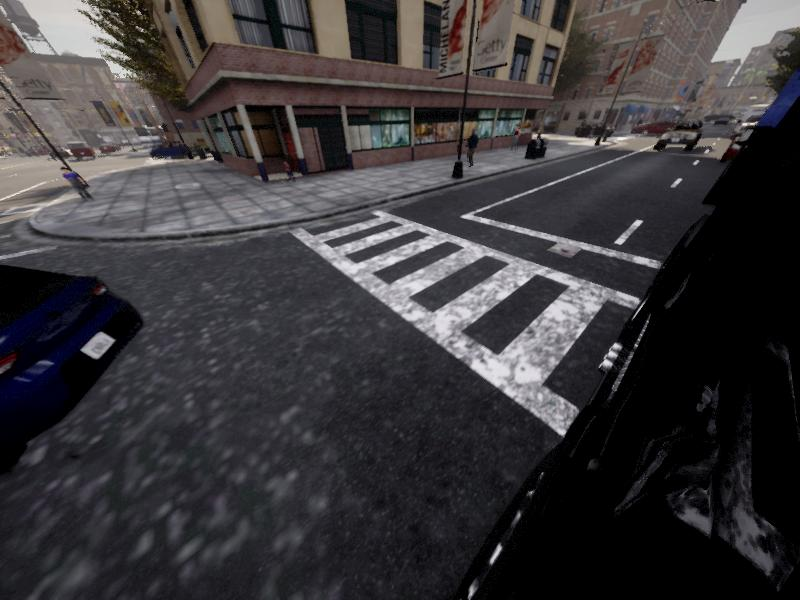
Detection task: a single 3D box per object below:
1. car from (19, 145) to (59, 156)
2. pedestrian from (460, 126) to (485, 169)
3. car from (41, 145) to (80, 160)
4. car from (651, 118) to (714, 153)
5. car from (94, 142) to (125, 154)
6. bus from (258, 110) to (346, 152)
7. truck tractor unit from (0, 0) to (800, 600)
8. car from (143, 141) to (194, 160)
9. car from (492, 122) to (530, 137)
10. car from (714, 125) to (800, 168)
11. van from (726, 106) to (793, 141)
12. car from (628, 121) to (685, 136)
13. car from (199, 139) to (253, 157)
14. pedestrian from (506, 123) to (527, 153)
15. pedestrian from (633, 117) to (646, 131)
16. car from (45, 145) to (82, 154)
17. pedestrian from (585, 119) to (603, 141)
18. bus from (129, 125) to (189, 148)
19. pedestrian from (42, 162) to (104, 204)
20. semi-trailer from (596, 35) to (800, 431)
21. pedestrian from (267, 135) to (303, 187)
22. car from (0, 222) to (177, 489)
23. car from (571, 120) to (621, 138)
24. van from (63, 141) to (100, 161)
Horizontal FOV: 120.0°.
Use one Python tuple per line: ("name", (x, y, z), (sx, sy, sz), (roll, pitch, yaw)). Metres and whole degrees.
("car", (-69.874, -28.995, 44.840), (2.002, 1.452, 4.674), (-14, 39, -15))
("pedestrian", (3.881, -8.191, 12.445), (0.751, 1.860, 0.751), (29, 47, 35))
("car", (-51.243, -22.406, 34.984), (2.038, 1.542, 4.974), (-27, 44, -29))
("car", (20.948, -12.230, 17.141), (4.605, 1.855, 1.932), (-28, 44, -31))
("car", (-54.003, -28.338, 43.060), (2.163, 1.488, 4.792), (-21, 41, -23))
("bus", (-13.727, -24.514, 33.433), (10.273, 4.253, 3.944), (-29, 44, -30))
("truck tractor unit", (2.645, -0.295, 0.351), (6.516, 4.208, 3.053), (-28, 44, -30))
("car", (-28.311, -18.472, 28.409), (3.988, 1.617, 1.851), (-24, 42, -26))
("car", (20.336, -31.407, 42.520), (2.150, 2.045, 5.566), (-29, 44, -31))
("car", (19.157, -8.316, 12.370), (4.792, 1.488, 2.163), (-29, 44, -30))
("van", (34.512, -17.073, 22.362), (6.366, 2.431, 2.351), (-29, 44, -30))
("car", (35.248, -23.728, 31.907), (5.008, 1.535, 1.882), (2, 38, 6))
("car", (-21.546, -18.972, 28.777), (4.902, 1.511, 2.128), (-29, 45, -31))
("pedestrian", (9.028, -12.592, 18.007), (0.751, 1.860, 0.751), (-24, 42, -26))
("pedestrian", (39.236, -28.795, 37.857), (0.751, 1.860, 0.751), (24, 45, 31))
("car", (-71.671, -32.158, 49.268), (1.895, 1.301, 4.718), (-8, 37, -8))
("pedestrian", (21.424, -18.811, 25.581), (0.751, 1.860, 0.751), (-29, 44, -30))
("bus", (-59.876, -41.066, 57.993), (3.944, 4.253, 10.273), (-2, 37, 0))
("pedestrian", (-12.665, -4.569, 9.021), (0.751, 1.300, 0.751), (-30, 45, -31))
("semi-trailer", (8.761, -3.555, 4.175), (14.254, 4.402, 2.717), (-27, 44, -29))
("pedestrian", (-5.057, -6.131, 10.207), (0.751, 1.860, 0.751), (-24, 42, -26))
("car", (-4.962, 0.706, 1.728), (4.193, 1.474, 1.816), (-12, 38, -13))
("car", (27.005, -23.679, 32.018), (1.932, 1.855, 4.605), (-26, 43, -28))
("van", (-42.704, -20.136, 31.107), (1.775, 1.987, 4.442), (-31, 45, -32))
